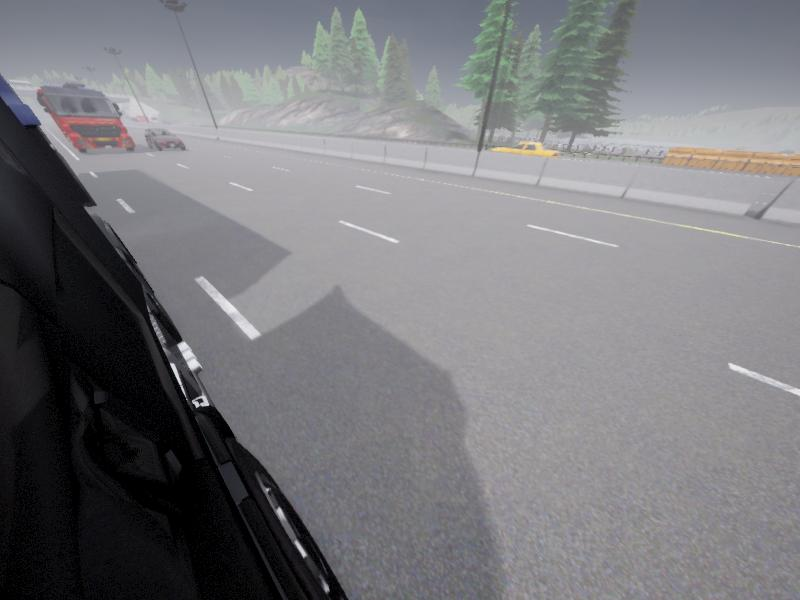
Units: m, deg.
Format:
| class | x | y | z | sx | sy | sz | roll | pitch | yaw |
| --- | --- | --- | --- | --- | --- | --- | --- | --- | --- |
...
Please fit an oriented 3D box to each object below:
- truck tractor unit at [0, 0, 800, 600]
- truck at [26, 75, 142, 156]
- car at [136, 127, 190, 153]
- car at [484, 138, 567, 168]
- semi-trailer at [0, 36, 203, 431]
| class | x | y | z | sx | sy | sz | roll | pitch | yaw |
| --- | --- | --- | --- | --- | --- | --- | --- | --- | --- |
| truck tractor unit | -2.645 | -0.295 | 0.351 | 6.516 | 4.208 | 3.053 | 28 | 44 | 30 |
| truck | -22.942 | -13.162 | 16.794 | 8.468 | 3.827 | 2.891 | 27 | 44 | 29 |
| car | -19.274 | -13.057 | 18.785 | 4.193 | 1.474 | 1.816 | 27 | 43 | 29 |
| car | 9.853 | -11.858 | 18.510 | 5.366 | 1.575 | 1.801 | 27 | 44 | 29 |
| semi-trailer | -8.795 | -3.513 | 4.165 | 14.254 | 4.402 | 2.717 | 27 | 43 | 29 |
